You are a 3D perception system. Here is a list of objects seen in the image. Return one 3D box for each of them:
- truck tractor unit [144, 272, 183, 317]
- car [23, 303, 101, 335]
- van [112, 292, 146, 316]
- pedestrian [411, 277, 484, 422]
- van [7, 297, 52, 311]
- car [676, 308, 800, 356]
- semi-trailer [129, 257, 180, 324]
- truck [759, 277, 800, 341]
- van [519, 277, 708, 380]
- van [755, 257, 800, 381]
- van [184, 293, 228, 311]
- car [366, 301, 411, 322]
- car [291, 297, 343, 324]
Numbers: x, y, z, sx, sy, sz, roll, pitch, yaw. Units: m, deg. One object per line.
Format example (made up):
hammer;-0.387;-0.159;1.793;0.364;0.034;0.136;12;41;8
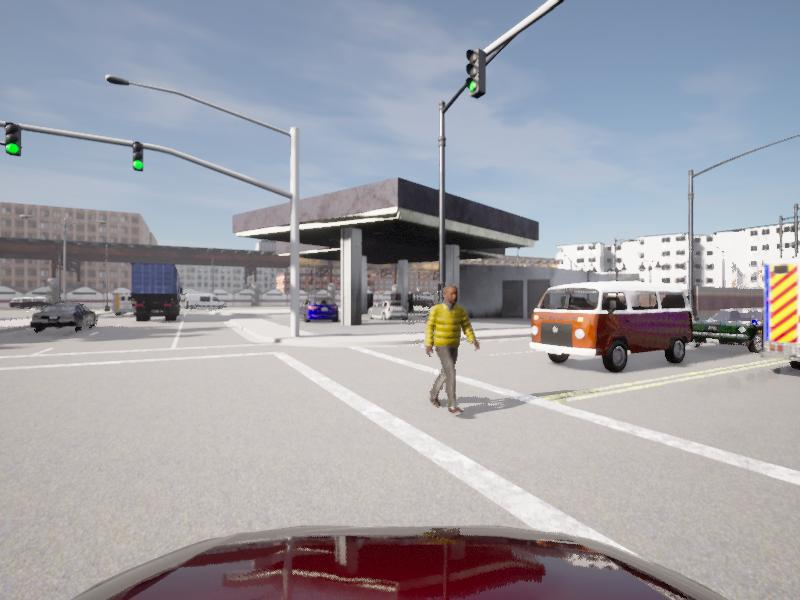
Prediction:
truck tractor unit;-23.729;-0.520;40.434;3.053;4.208;6.516;0;0;-28
car;-17.539;0.892;21.107;2.033;1.411;5.357;0;0;-28
van;-29.117;0.371;43.186;2.351;2.431;6.366;0;0;-28
pedestrian;0.657;0.636;5.641;0.751;1.860;0.751;0;0;-22
van;-55.943;0.553;60.495;4.480;2.038;2.069;-2;1;-27
car;11.463;0.940;13.256;4.718;1.301;1.895;0;0;-29
semi-trailer;-20.051;-0.623;33.428;2.717;4.402;14.254;0;0;-28
truck;17.876;0.352;16.753;5.204;2.467;2.627;0;0;-28
van;5.362;0.569;9.980;4.480;2.038;2.069;0;0;-29
van;10.893;0.375;8.969;6.366;2.431;2.351;0;0;-28
van;-30.115;0.311;62.269;5.915;2.561;1.988;0;-1;-35
car;-0.973;0.793;30.326;1.970;1.475;3.806;0;0;-27
car;-5.707;0.633;26.983;2.242;1.667;4.611;0;0;-27
